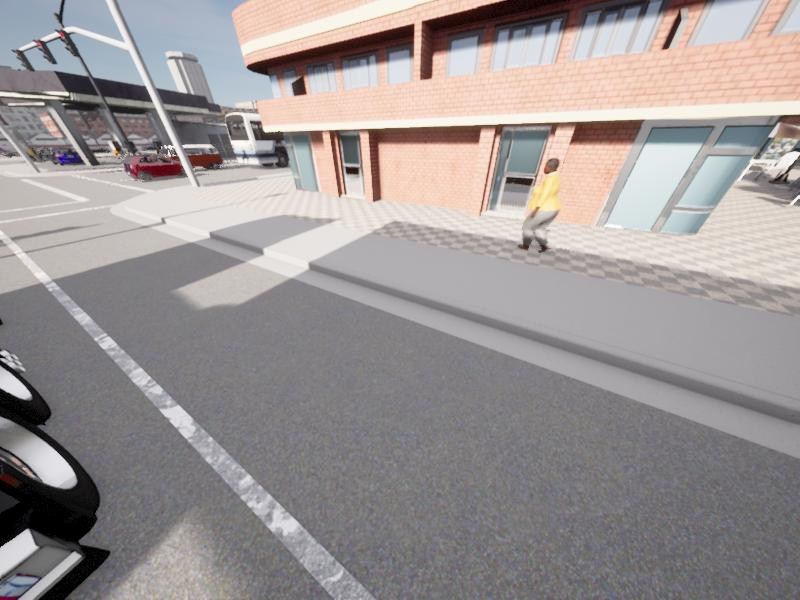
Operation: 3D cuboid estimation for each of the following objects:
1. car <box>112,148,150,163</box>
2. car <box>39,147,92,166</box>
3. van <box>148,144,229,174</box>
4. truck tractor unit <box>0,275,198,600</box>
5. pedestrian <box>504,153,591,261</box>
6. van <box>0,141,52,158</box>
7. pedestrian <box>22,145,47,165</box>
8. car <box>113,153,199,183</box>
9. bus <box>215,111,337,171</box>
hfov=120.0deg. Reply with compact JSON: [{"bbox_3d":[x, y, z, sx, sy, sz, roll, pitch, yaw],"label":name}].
[{"bbox_3d":[-35.833,-19.306,30.779,3.806,1.475,1.970,18,39,25],"label":"car"},{"bbox_3d":[-38.029,-16.366,26.290,4.611,1.667,2.242,18,39,25],"label":"car"},{"bbox_3d":[-18.644,-12.702,20.702,2.069,2.038,4.480,17,38,23],"label":"van"},{"bbox_3d":[-5.152,-0.251,0.790,6.516,4.208,3.053,16,38,24],"label":"truck tractor unit"},{"bbox_3d":[2.921,-1.879,4.730,0.751,1.860,0.751,-26,42,-32],"label":"pedestrian"},{"bbox_3d":[-71.145,-28.086,43.035,2.351,2.431,6.366,18,39,24],"label":"van"},{"bbox_3d":[-41.507,-16.503,26.255,0.751,1.860,0.751,24,41,30],"label":"pedestrian"},{"bbox_3d":[-17.358,-9.609,16.681,1.845,1.501,3.633,17,39,24],"label":"car"},{"bbox_3d":[-11.940,-16.589,24.279,3.944,4.253,10.273,17,39,24],"label":"bus"}]
